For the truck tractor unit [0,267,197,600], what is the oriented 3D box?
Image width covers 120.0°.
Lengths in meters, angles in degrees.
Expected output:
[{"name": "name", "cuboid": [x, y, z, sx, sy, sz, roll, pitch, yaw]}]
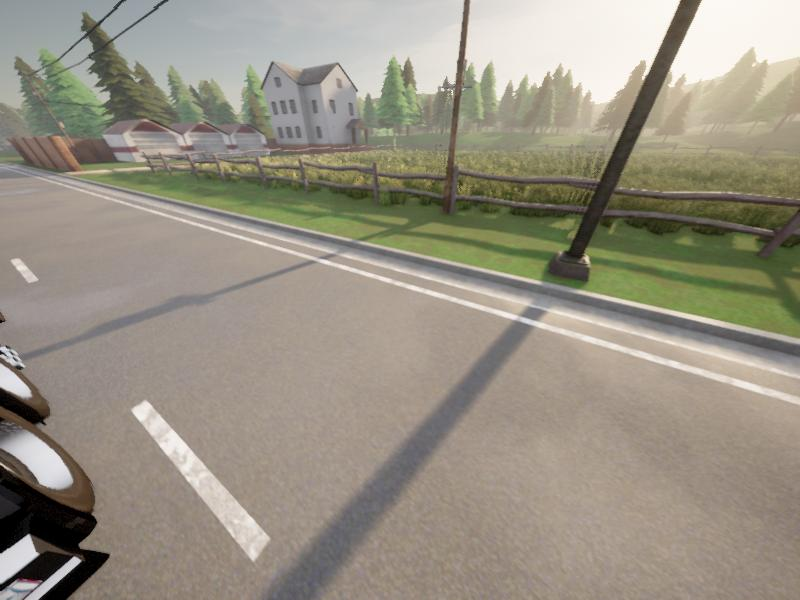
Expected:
[{"name": "truck tractor unit", "cuboid": [-5.115, -0.298, 0.768, 6.516, 4.208, 3.053, 18, 39, 24]}]
